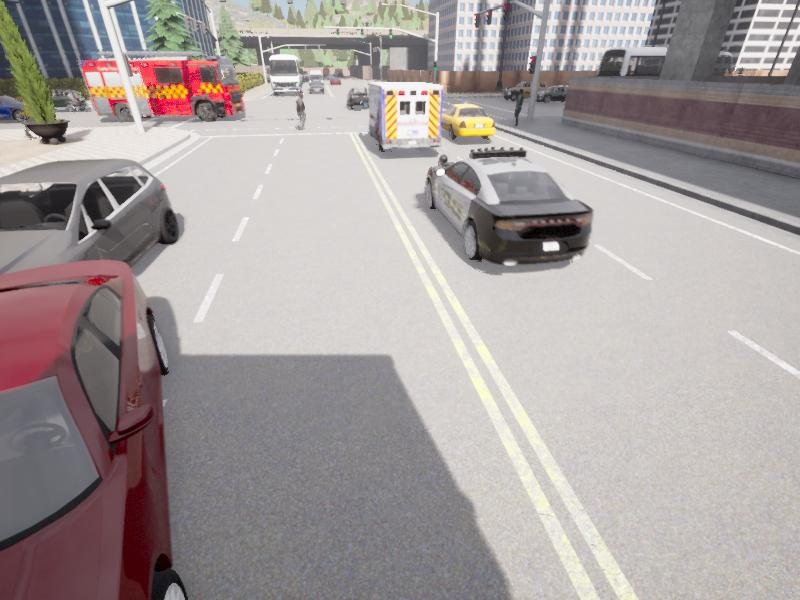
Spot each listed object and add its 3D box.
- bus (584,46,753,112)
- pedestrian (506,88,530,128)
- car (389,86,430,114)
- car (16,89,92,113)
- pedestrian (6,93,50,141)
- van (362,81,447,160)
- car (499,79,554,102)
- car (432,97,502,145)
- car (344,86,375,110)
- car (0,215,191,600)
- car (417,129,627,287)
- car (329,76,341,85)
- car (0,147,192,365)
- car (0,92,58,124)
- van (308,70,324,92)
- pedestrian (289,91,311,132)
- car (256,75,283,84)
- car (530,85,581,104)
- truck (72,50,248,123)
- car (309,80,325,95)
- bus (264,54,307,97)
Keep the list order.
[{"bbox_3d":[21.054,-17.671,32.005,10.273,4.253,3.944,-5,31,-8],"label":"bus"},{"bbox_3d":[6.354,-10.360,21.542,0.751,1.860,0.751,22,37,32],"label":"pedestrian"},{"bbox_3d":[0.646,-15.634,31.121,2.242,1.667,4.611,-5,31,-9],"label":"car"},{"bbox_3d":[-26.486,-15.331,30.775,3.705,1.549,1.789,-5,31,-9],"label":"car"},{"bbox_3d":[-16.418,-8.091,17.706,0.751,1.860,0.751,-17,34,-27],"label":"pedestrian"},{"bbox_3d":[-0.081,-8.017,17.333,2.351,2.431,6.366,-6,31,-9],"label":"van"},{"bbox_3d":[12.662,-21.117,40.277,4.605,1.855,1.932,-4,31,-7],"label":"car"},{"bbox_3d":[3.109,-8.991,19.833,1.801,1.575,5.366,-4,31,-7],"label":"car"},{"bbox_3d":[-3.465,-17.104,33.803,2.128,1.511,4.902,-5,31,-9],"label":"car"},{"bbox_3d":[-2.814,0.984,2.803,1.882,1.535,5.008,-16,34,-25],"label":"car"},{"bbox_3d":[1.881,-2.290,8.304,1.930,1.638,5.238,-5,31,-9],"label":"car"},{"bbox_3d":[-12.291,-41.588,75.881,1.994,1.385,4.181,-5,31,-9],"label":"car"},{"bbox_3d":[-5.312,-1.069,6.215,2.242,1.667,4.611,-5,30,-7],"label":"car"},{"bbox_3d":[-24.928,-11.950,24.911,4.856,1.649,2.033,-5,31,-9],"label":"car"},{"bbox_3d":[-12.190,-31.893,58.124,1.988,2.561,5.915,-5,31,-9],"label":"van"},{"bbox_3d":[-5.319,-10.027,21.299,0.751,1.860,0.751,-14,33,-22],"label":"pedestrian"},{"bbox_3d":[-26.065,-44.045,79.882,4.514,1.525,2.007,1,30,0],"label":"car"},{"bbox_3d":[14.578,-19.335,37.620,3.806,1.475,1.970,-5,31,-8],"label":"car"},{"bbox_3d":[-14.651,-13.452,25.284,8.468,3.827,2.891,-1,30,-1],"label":"truck"},{"bbox_3d":[-10.794,-27.574,51.812,1.812,1.442,4.674,-5,31,-9],"label":"car"},{"bbox_3d":[-13.943,-27.974,49.719,3.944,4.253,10.273,-5,31,-9],"label":"bus"}]
